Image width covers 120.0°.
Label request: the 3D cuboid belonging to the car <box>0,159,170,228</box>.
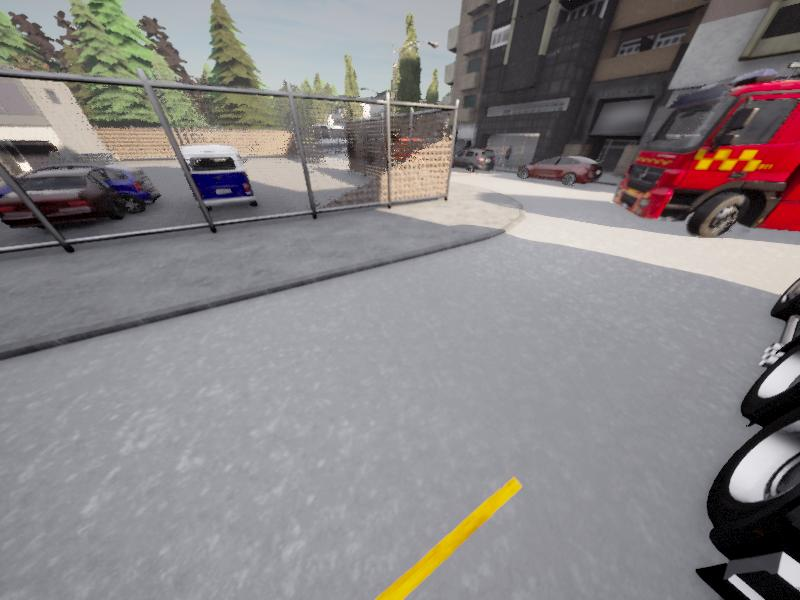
[{"bbox_3d":[-10.734,-3.699,7.761,3.705,1.547,1.789,-18,39,-24],"label":"car"}]

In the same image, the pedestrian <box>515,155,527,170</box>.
[{"bbox_3d":[10.434,-11.894,19.939,0.500,1.100,0.500,-3,35,-5],"label":"pedestrian"}]

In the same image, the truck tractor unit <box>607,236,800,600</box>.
[{"bbox_3d":[5.067,-0.339,0.858,6.516,4.208,3.053,-20,40,-26],"label":"truck tractor unit"}]

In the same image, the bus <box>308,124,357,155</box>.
[{"bbox_3d":[-12.205,-30.221,43.537,3.944,4.253,10.273,7,36,12],"label":"bus"}]

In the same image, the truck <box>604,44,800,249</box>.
[{"bbox_3d":[11.502,-3.469,5.696,8.468,3.827,2.891,13,36,18],"label":"truck"}]

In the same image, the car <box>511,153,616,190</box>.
[{"bbox_3d":[9.989,-8.291,14.656,2.163,1.488,4.792,-18,39,-24],"label":"car"}]
